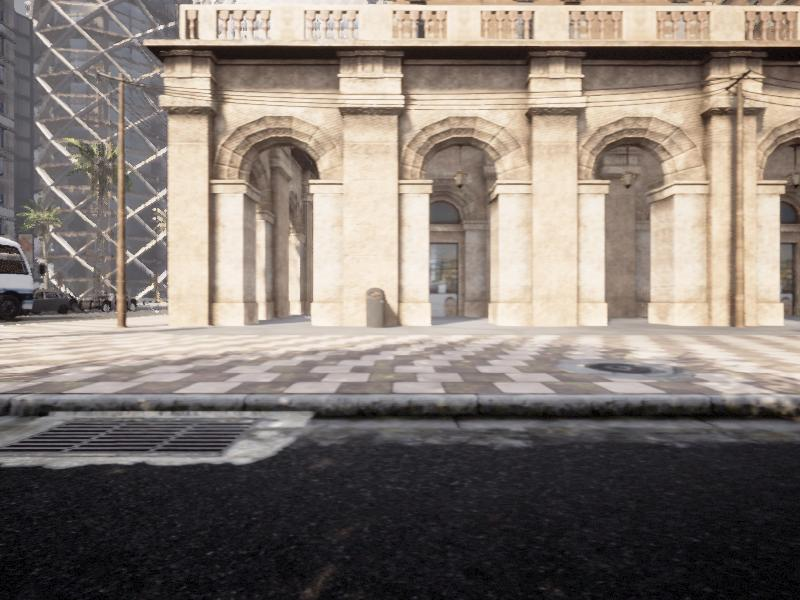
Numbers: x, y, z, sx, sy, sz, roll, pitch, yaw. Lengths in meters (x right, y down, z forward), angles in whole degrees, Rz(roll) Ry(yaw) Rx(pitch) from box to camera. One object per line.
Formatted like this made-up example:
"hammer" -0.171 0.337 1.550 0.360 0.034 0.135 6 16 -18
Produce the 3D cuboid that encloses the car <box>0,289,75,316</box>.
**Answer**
"car" -24.269 0.153 26.216 2.242 1.667 4.611 0 0 0

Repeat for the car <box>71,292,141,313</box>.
"car" -24.256 0.167 33.323 1.930 1.638 5.238 0 0 0

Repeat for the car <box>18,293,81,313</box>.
"car" -27.762 0.223 31.821 1.845 1.501 3.633 0 0 0

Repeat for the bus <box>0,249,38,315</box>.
"bus" -27.632 -1.138 23.249 3.944 4.253 10.273 0 0 0

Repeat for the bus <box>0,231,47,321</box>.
"bus" -20.841 -1.137 16.270 3.944 4.253 10.273 0 0 0
